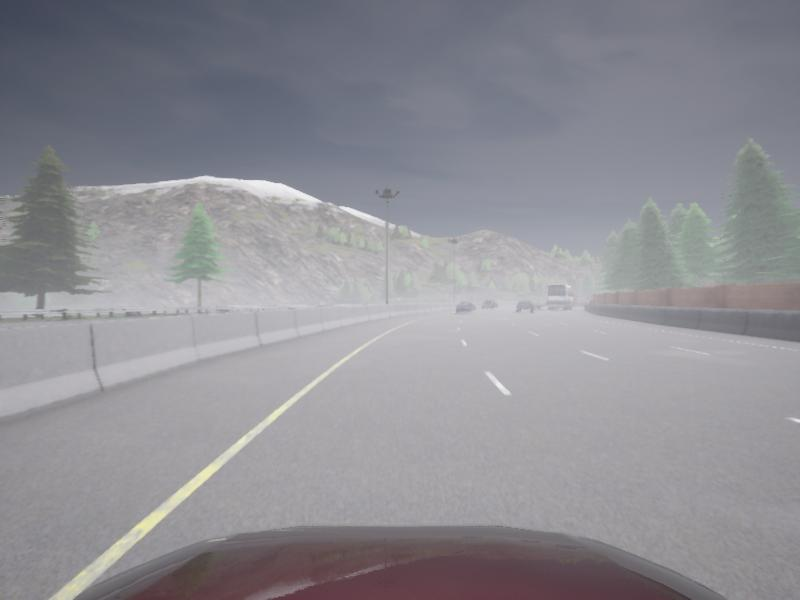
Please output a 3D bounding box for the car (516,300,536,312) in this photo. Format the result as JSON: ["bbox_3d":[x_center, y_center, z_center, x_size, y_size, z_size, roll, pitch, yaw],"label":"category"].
[{"bbox_3d":[17.551,0.808,55.559,2.152,1.651,5.027,0,0,23],"label":"car"}]

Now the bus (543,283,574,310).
[{"bbox_3d":[27.276,-0.495,68.489,3.944,4.253,10.273,0,0,28],"label":"bus"}]

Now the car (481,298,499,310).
[{"bbox_3d":[15.245,0.676,67.667,1.932,1.855,4.605,0,0,26],"label":"car"}]

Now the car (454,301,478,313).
[{"bbox_3d":[8.473,0.906,51.179,2.033,1.411,5.357,0,0,20],"label":"car"}]

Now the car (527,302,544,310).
[{"bbox_3d":[22.667,0.974,66.908,1.895,1.301,4.718,0,0,28],"label":"car"}]
